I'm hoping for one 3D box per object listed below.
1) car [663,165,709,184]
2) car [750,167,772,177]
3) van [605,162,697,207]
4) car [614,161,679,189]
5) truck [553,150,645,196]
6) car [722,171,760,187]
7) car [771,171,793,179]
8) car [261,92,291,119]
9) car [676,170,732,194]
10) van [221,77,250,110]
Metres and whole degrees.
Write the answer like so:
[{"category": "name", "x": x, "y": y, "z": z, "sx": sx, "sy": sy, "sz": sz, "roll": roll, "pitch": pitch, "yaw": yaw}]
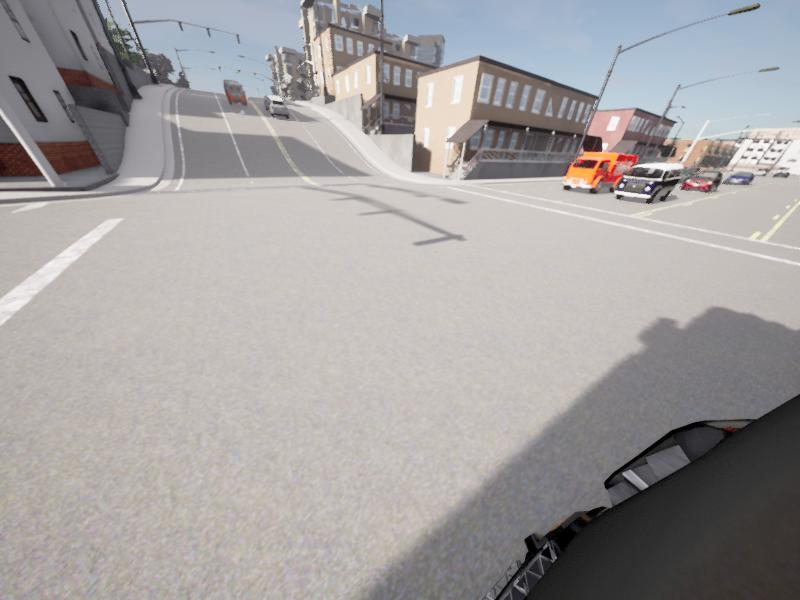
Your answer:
[{"category": "car", "x": 34.683, "y": -15.212, "z": 28.016, "sx": 4.553, "sy": 1.767, "sz": 2.097, "roll": -17, "pitch": 38, "yaw": -27}, {"category": "car", "x": 90.874, "y": -32.265, "z": 58.120, "sx": 4.605, "sy": 1.855, "sz": 1.932, "roll": -17, "pitch": 38, "yaw": -27}, {"category": "van", "x": 15.273, "y": -7.175, "z": 14.120, "sx": 4.480, "sy": 2.038, "sz": 2.069, "roll": -18, "pitch": 39, "yaw": -26}, {"category": "car", "x": 23.266, "y": -11.842, "z": 21.796, "sx": 5.566, "sy": 2.045, "sz": 2.150, "roll": -17, "pitch": 38, "yaw": -27}, {"category": "truck", "x": 14.438, "y": -9.275, "z": 16.860, "sx": 5.204, "sy": 2.467, "sz": 2.627, "roll": -15, "pitch": 38, "yaw": -27}, {"category": "car", "x": 43.298, "y": -15.409, "z": 29.321, "sx": 4.674, "sy": 1.442, "sz": 1.812, "roll": -17, "pitch": 38, "yaw": -27}, {"category": "car", "x": 89.866, "y": -29.488, "z": 54.298, "sx": 4.181, "sy": 1.385, "sz": 1.994, "roll": -17, "pitch": 38, "yaw": -27}, {"category": "car", "x": -13.752, "y": -21.581, "z": 25.611, "sx": 1.970, "sy": 1.475, "sz": 3.806, "roll": -17, "pitch": 54, "yaw": -28}, {"category": "car", "x": 27.061, "y": -10.560, "z": 20.572, "sx": 3.988, "sy": 1.617, "sz": 1.851, "roll": -17, "pitch": 38, "yaw": -27}, {"category": "van", "x": -17.990, "y": -22.598, "z": 25.225, "sx": 1.775, "sy": 1.987, "sz": 4.442, "roll": -17, "pitch": 51, "yaw": -28}]
